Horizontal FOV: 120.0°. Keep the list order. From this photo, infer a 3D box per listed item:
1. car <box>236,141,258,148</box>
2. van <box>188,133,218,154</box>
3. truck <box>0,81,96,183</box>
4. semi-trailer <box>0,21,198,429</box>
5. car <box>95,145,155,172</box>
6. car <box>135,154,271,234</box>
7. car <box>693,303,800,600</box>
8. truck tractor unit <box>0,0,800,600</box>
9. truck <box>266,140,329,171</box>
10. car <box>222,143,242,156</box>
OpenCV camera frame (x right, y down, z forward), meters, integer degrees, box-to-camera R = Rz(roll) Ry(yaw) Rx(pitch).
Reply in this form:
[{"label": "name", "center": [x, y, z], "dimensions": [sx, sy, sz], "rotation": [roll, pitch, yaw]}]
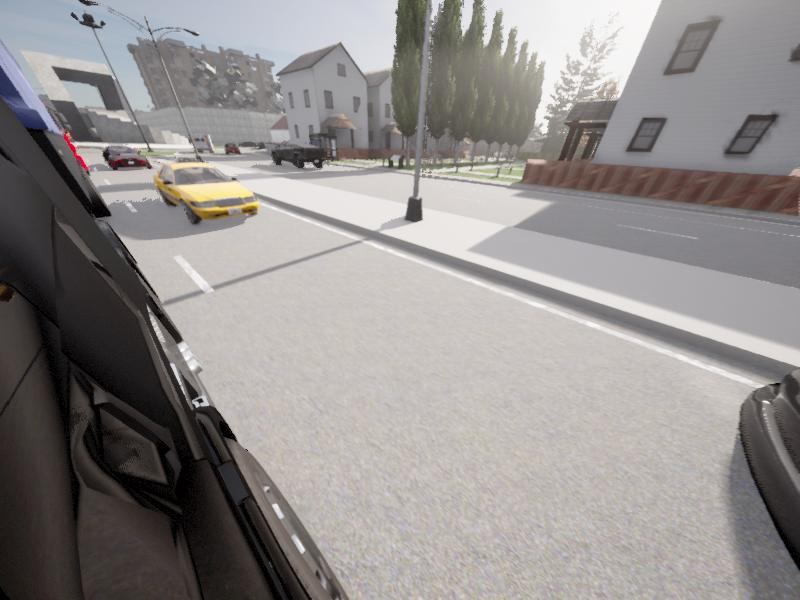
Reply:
[{"label": "car", "center": [-42.891, -43.667, 64.829], "dimensions": [4.674, 1.442, 1.812], "rotation": [-20, 40, -31]}, {"label": "van", "center": [-31.030, -24.776, 36.572], "dimensions": [2.351, 2.431, 6.366], "rotation": [-16, 38, -25]}, {"label": "truck", "center": [-20.959, -9.330, 12.958], "dimensions": [8.468, 3.827, 2.891], "rotation": [26, 40, 31]}, {"label": "semi-trailer", "center": [-8.692, -3.449, 4.457], "dimensions": [14.254, 4.402, 2.717], "rotation": [26, 40, 32]}, {"label": "car", "center": [-19.712, -10.197, 16.547], "dimensions": [4.181, 1.385, 1.994], "rotation": [26, 40, 31]}, {"label": "car", "center": [-6.706, -3.821, 7.739], "dimensions": [5.366, 1.575, 1.801], "rotation": [27, 41, 31]}, {"label": "car", "center": [4.383, 1.675, 0.221], "dimensions": [4.611, 1.667, 2.242], "rotation": [26, 40, 31]}, {"label": "truck tractor unit", "center": [-2.645, -0.295, 0.351], "dimensions": [6.516, 4.208, 3.053], "rotation": [28, 44, 30]}, {"label": "truck", "center": [-9.892, -13.985, 22.222], "dimensions": [6.274, 2.098, 2.390], "rotation": [27, 41, 31]}, {"label": "car", "center": [-25.508, -22.910, 35.025], "dimensions": [1.816, 1.474, 4.193], "rotation": [-20, 40, -30]}]
